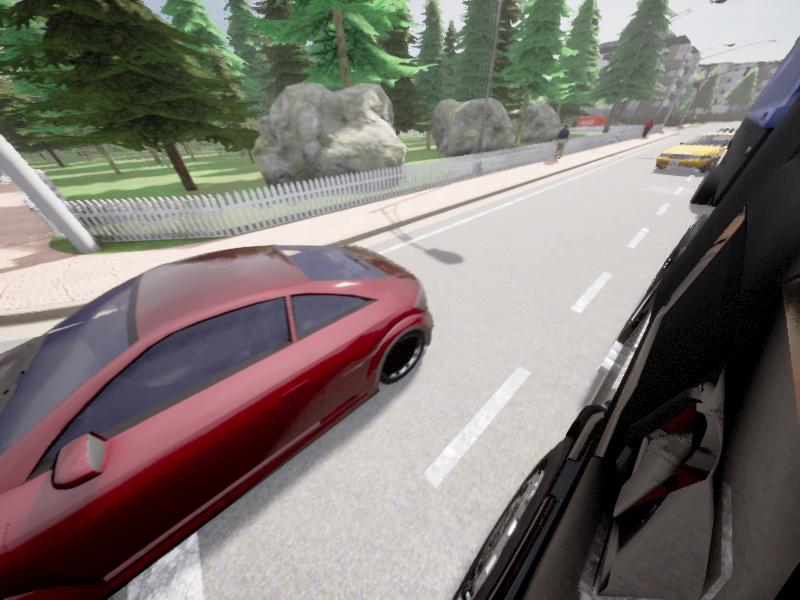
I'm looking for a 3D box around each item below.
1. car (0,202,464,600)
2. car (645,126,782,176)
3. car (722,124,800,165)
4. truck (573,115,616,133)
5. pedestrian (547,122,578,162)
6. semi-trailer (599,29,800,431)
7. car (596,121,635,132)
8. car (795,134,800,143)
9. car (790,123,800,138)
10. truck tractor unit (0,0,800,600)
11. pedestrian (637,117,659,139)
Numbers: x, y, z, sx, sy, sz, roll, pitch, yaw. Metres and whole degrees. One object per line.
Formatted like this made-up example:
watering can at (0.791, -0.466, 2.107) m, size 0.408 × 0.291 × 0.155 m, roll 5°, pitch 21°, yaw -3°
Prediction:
car at (-1.648, 0.470, 1.984) m, size 4.181 × 1.385 × 1.994 m, roll -29°, pitch 44°, yaw -30°
car at (14.832, -7.187, 11.005) m, size 5.366 × 1.575 × 1.801 m, roll -16°, pitch 39°, yaw -17°
car at (20.237, -8.720, 12.798) m, size 4.792 × 1.488 × 2.163 m, roll -29°, pitch 44°, yaw -30°
truck at (36.634, -33.171, 43.626) m, size 2.627 × 2.467 × 5.204 m, roll -27°, pitch 43°, yaw -29°
pedestrian at (9.588, -9.337, 13.683) m, size 0.751 × 1.860 × 0.751 m, roll -29°, pitch 44°, yaw -31°
semi-trailer at (8.629, -3.649, 4.297) m, size 14.254 × 4.402 × 2.717 m, roll -29°, pitch 44°, yaw -30°
car at (40.915, -33.098, 44.059) m, size 2.128 × 1.511 × 4.902 m, roll -27°, pitch 43°, yaw -29°
car at (33.636, -13.238, 17.993) m, size 4.792 × 1.488 × 2.163 m, roll -29°, pitch 44°, yaw -30°
car at (38.816, -16.087, 21.428) m, size 5.008 × 1.535 × 1.882 m, roll -29°, pitch 44°, yaw -30°
truck tractor unit at (2.645, -0.295, 0.351) m, size 6.516 × 4.208 × 3.053 m, roll -28°, pitch 44°, yaw -30°
pedestrian at (26.254, -18.185, 24.462) m, size 0.751 × 1.860 × 0.751 m, roll -28°, pitch 44°, yaw -30°
